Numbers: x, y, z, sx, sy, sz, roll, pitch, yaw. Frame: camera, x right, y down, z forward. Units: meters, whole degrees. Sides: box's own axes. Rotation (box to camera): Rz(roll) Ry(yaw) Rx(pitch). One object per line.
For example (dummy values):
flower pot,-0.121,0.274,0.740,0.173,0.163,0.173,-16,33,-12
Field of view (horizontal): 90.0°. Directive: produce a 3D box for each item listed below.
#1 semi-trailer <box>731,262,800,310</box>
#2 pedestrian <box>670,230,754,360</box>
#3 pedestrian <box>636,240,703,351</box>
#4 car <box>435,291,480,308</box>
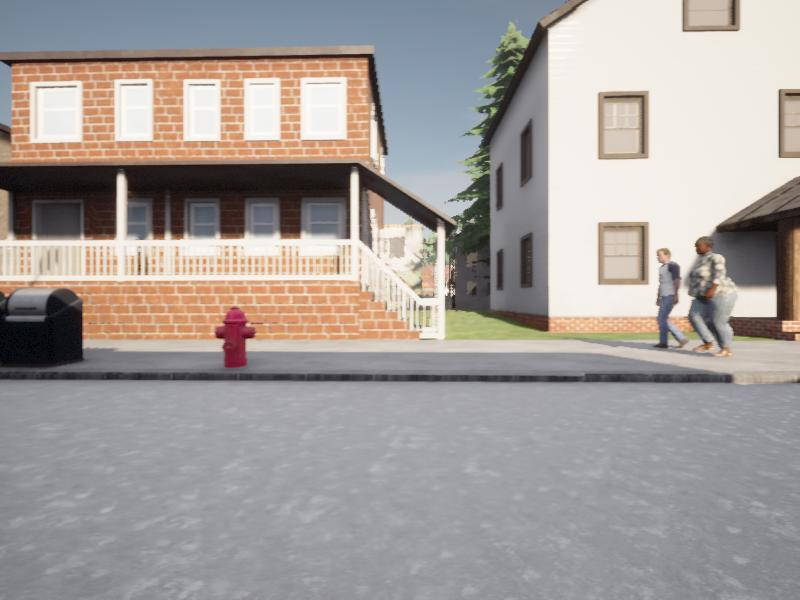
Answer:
semi-trailer,37.785,-1.260,37.048,2.717,4.402,14.254,0,0,1
pedestrian,4.775,-0.072,6.176,0.751,1.860,0.751,0,0,9
pedestrian,4.764,-0.072,7.123,0.751,1.860,0.751,0,0,11
car,7.335,-0.054,51.790,5.566,2.045,2.150,-1,0,1
